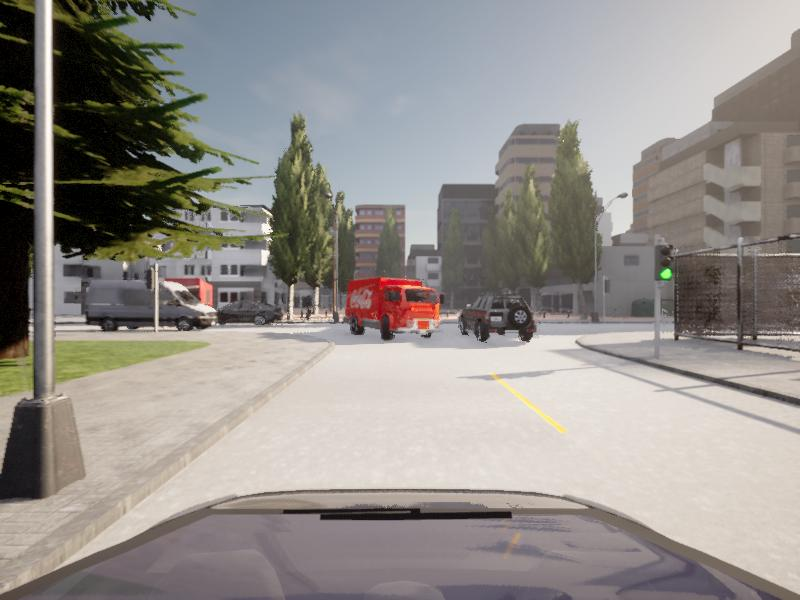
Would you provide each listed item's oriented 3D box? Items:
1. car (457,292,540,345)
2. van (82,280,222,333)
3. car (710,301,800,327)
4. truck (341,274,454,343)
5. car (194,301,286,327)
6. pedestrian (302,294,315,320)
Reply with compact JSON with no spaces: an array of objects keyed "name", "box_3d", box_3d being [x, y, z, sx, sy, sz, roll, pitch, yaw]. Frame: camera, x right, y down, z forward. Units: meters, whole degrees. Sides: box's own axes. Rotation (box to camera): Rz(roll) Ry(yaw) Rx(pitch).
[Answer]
[{"name":"car","box_3d":[3.783,0.642,16.228,1.932,1.855,4.605,0,0,-4]},{"name":"van","box_3d":[-12.493,0.308,20.431,5.915,2.561,1.988,0,0,0]},{"name":"car","box_3d":[22.066,0.812,24.574,4.514,1.525,2.007,0,0,0]},{"name":"truck","box_3d":[-0.340,0.337,17.203,2.627,2.467,5.204,2,0,-28]},{"name":"car","box_3d":[-9.685,0.828,24.497,4.892,1.490,1.837,0,0,0]},{"name":"pedestrian","box_3d":[-6.666,0.513,29.254,0.751,1.860,0.751,0,0,3]}]
